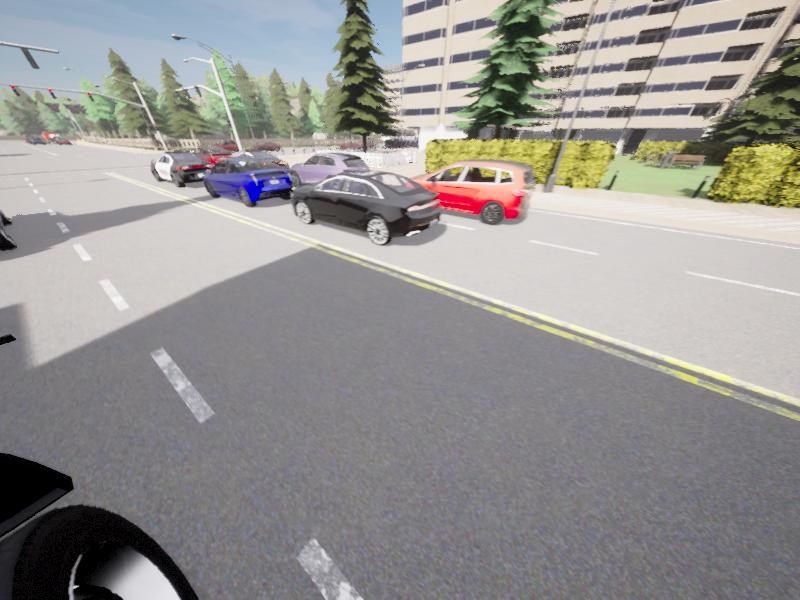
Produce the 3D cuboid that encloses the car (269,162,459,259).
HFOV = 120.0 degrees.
[{"bbox_3d":[-1.157,-2.871,6.639,4.902,1.511,2.128,22,41,28],"label":"car"}]

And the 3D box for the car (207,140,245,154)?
[{"bbox_3d":[-26.785,-23.724,35.720,1.851,1.617,3.988,24,41,29],"label":"car"}]

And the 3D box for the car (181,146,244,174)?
[{"bbox_3d":[-14.308,-10.765,17.622,4.514,1.525,2.007,24,41,29],"label":"car"}]

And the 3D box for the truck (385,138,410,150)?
[{"bbox_3d":[-0.477,-34.897,51.451,2.390,2.098,6.274,23,41,28],"label":"truck"}]

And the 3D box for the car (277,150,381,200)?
[{"bbox_3d":[-3.527,-6.351,11.431,4.856,1.649,2.033,22,41,28],"label":"car"}]

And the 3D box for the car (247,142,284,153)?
[{"bbox_3d":[-21.387,-24.493,37.021,1.812,1.442,4.674,22,41,28],"label":"car"}]

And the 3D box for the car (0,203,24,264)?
[{"bbox_3d":[-10.958,-2.006,5.174,5.238,1.638,1.930,22,41,28],"label":"car"}]

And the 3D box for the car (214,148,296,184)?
[{"bbox_3d":[-9.231,-8.645,14.686,4.974,1.542,2.038,22,41,28],"label":"car"}]

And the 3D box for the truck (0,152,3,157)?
[{"bbox_3d":[-48.838,-17.846,26.361,5.204,2.467,2.627,22,41,28],"label":"truck"}]

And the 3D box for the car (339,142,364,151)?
[{"bbox_3d":[-9.003,-28.833,43.386,1.994,1.385,4.181,29,44,34],"label":"car"}]

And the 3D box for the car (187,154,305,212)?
[{"bbox_3d":[-6.382,-5.014,9.589,4.514,1.525,2.007,22,41,28],"label":"car"}]

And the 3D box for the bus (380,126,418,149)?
[{"bbox_3d":[-0.079,-39.688,56.366,3.944,4.253,10.273,22,41,28],"label":"bus"}]

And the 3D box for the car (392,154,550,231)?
[{"bbox_3d":[2.243,-4.010,8.158,4.611,1.667,2.242,22,41,27],"label":"car"}]

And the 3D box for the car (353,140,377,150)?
[{"bbox_3d":[-7.265,-32.619,48.550,2.152,1.651,5.027,22,41,28],"label":"car"}]

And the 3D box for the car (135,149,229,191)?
[{"bbox_3d":[-12.107,-7.359,12.827,4.974,1.542,2.038,22,41,28],"label":"car"}]
